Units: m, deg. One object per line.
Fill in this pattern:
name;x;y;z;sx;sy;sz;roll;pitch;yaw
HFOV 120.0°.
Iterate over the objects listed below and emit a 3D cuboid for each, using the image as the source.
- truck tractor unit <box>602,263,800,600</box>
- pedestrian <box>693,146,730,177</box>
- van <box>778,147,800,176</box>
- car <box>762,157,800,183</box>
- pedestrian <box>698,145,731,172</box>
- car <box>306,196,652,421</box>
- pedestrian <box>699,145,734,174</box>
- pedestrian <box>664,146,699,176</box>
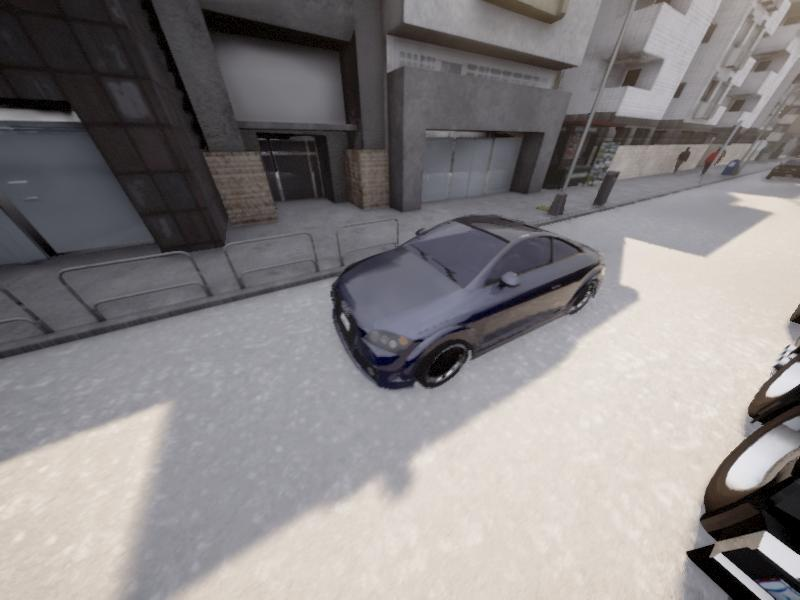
truck tractor unit;5.107;-0.305;0.782;6.516;4.208;3.053;-18;39;-24
pedestrian;22.578;-10.051;16.758;0.751;1.860;0.751;-21;40;-28
van;34.404;-11.602;19.127;4.480;2.038;2.069;-19;39;-24
car;28.626;-9.407;16.596;4.718;1.301;1.895;-18;39;-24
pedestrian;26.147;-11.770;19.255;0.751;1.860;0.751;-20;40;-26
car;1.108;-0.432;3.433;4.181;1.385;1.994;-17;38;-23
pedestrian;25.225;-11.232;18.475;0.751;1.860;0.751;22;40;28
pedestrian;20.879;-10.338;17.159;0.751;1.860;0.751;-17;38;-23
